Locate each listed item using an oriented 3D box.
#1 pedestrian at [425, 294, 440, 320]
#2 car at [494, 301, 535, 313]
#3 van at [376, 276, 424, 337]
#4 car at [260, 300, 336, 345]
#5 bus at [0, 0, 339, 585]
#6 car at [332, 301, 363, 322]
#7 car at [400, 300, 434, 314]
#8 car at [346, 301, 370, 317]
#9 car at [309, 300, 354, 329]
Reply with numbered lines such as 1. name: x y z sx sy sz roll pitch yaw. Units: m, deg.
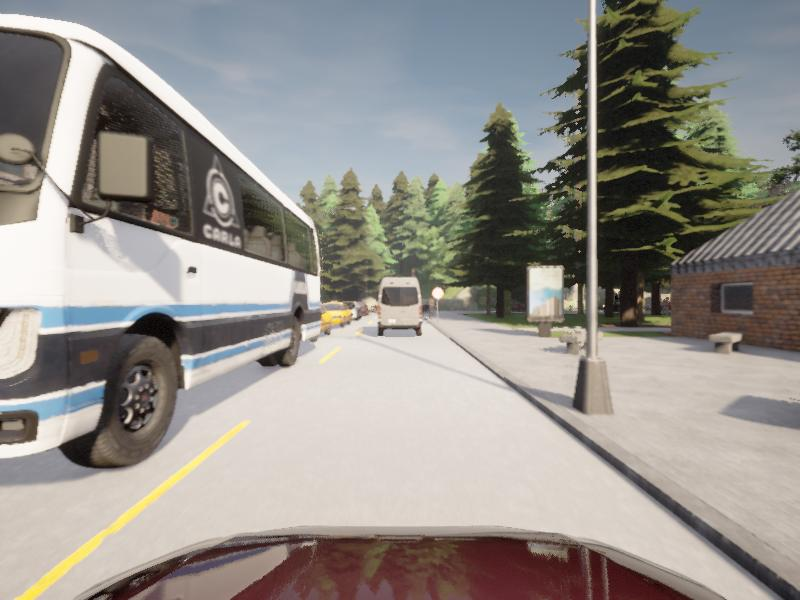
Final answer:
1. pedestrian: 2.375 0.528 29.387 0.751 1.860 0.751 0 0 -40
2. car: 14.581 0.861 50.967 4.674 1.442 1.812 0 0 -1
3. van: -0.001 0.316 19.773 1.988 2.561 5.915 0 -1 0
4. car: -4.004 0.799 16.666 1.801 1.575 5.366 0 0 0
5. bus: -3.880 -0.535 7.368 3.944 4.253 10.273 0 0 0
6. car: -4.009 0.848 31.109 1.970 1.475 3.806 0 0 0
7. car: 2.069 0.816 47.861 1.882 1.535 5.008 0 0 31
8. car: -4.008 0.863 38.593 1.812 1.442 4.674 0 0 0
9. car: -4.006 0.797 24.212 1.801 1.575 5.366 0 0 0
